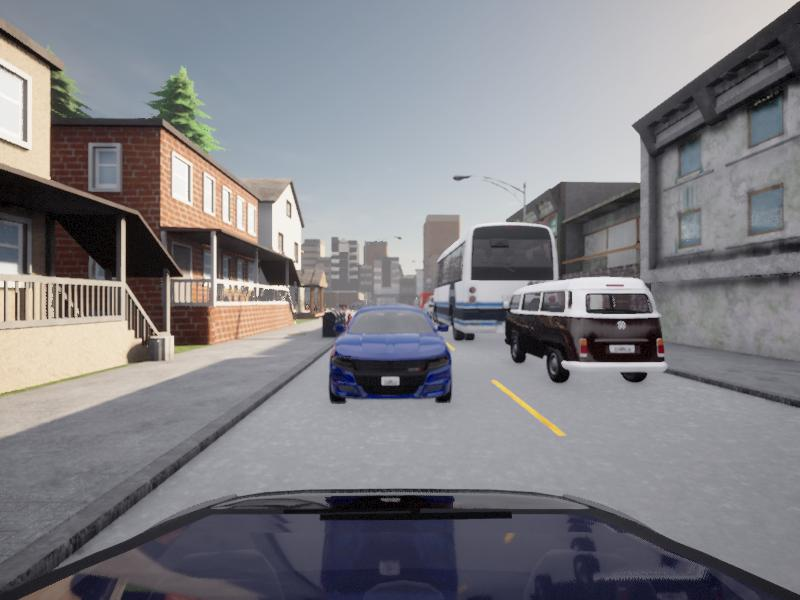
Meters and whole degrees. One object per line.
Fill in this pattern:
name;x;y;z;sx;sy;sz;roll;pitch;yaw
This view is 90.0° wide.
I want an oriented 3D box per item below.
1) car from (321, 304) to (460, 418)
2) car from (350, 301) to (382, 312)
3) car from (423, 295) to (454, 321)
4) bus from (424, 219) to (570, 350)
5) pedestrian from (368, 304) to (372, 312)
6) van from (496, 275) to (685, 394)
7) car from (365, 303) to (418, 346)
car;-0.177;0.844;7.915;1.882;1.535;5.008;0;0;-1
car;-5.258;0.930;61.733;4.856;1.649;2.033;0;0;-6
car;3.300;0.655;35.401;2.150;2.045;5.566;0;0;-1
bus;3.500;-0.489;18.195;3.944;4.253;10.273;0;0;-1
pedestrian;-4.086;1.038;54.422;0.500;1.100;0.500;0;0;-1
van;3.803;0.595;9.083;2.069;2.038;4.480;0;0;-1
car;-0.348;0.887;16.568;1.837;1.490;4.892;0;0;-1
